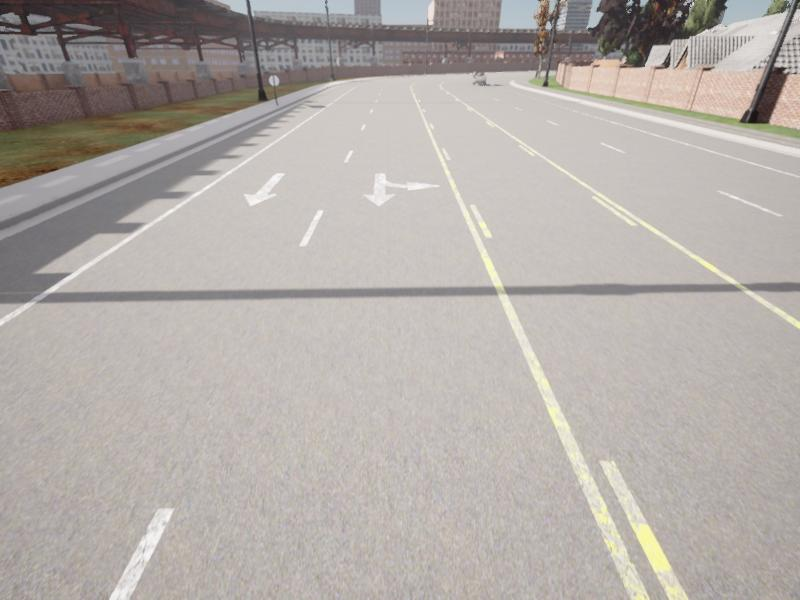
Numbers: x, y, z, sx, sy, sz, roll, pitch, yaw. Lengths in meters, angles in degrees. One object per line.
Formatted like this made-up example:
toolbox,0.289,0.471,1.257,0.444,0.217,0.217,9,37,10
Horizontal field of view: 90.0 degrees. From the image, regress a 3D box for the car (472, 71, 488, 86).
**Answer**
car,10.639,-29.604,53.414,1.845,1.501,3.633,5,32,8
